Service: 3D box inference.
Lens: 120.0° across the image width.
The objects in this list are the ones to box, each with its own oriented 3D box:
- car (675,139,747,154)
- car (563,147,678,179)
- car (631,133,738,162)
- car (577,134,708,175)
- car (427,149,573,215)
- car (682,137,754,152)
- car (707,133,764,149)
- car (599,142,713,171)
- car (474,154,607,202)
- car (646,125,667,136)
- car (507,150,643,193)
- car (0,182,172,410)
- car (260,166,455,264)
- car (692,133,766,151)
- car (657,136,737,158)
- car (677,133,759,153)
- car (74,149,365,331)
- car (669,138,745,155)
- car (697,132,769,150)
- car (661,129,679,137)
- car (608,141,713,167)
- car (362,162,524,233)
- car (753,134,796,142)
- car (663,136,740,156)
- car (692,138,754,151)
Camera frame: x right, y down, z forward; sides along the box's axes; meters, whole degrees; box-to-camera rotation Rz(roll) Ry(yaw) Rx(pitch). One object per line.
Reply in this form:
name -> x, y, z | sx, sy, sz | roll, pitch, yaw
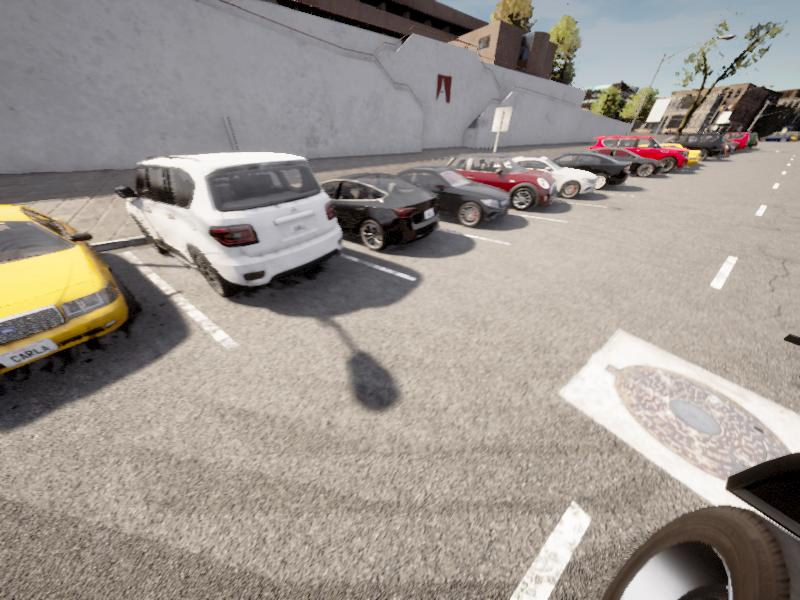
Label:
car -> 38.068, -18.990, 28.547 | 4.792, 1.488, 2.163 | 21, 41, 29
car -> 13.542, -8.786, 14.651 | 4.792, 1.488, 2.163 | 21, 40, 29
car -> 25.771, -14.148, 21.430 | 5.566, 2.045, 2.435 | 21, 41, 29
car -> 15.995, -10.045, 15.875 | 5.566, 2.045, 2.435 | 21, 40, 29
car -> 3.655, -4.821, 9.063 | 4.553, 1.767, 2.185 | 21, 40, 29
car -> 42.861, -21.086, 31.392 | 5.366, 1.575, 1.946 | 21, 41, 29
car -> 53.001, -25.188, 36.667 | 4.442, 1.987, 1.878 | 21, 40, 29
car -> 18.586, -10.816, 17.320 | 5.366, 1.575, 1.946 | 21, 40, 29
car -> 6.140, -5.701, 10.527 | 4.674, 1.452, 2.002 | 21, 40, 29
car -> 68.864, -45.561, 62.166 | 2.435, 2.045, 5.566 | 27, 43, 25
car -> 8.602, -6.756, 11.879 | 5.008, 1.535, 2.097 | 21, 41, 29
car -> -6.007, -0.586, 3.466 | 5.366, 1.575, 1.946 | 21, 40, 29
car -> -1.266, -2.649, 6.369 | 4.792, 1.488, 2.163 | 21, 41, 29
car -> 47.921, -23.252, 33.954 | 5.566, 2.045, 2.435 | 21, 41, 29
car -> 30.742, -16.062, 24.254 | 4.553, 1.767, 2.185 | 21, 41, 29
car -> 40.524, -20.231, 29.781 | 5.566, 2.045, 2.435 | 21, 41, 29
car -> -3.726, -1.866, 4.818 | 5.566, 2.045, 2.435 | 21, 41, 29
car -> 35.633, -17.999, 27.133 | 4.892, 1.521, 2.231 | 21, 40, 29
car -> 50.448, -24.240, 35.318 | 5.566, 2.045, 2.435 | 21, 40, 29
car -> 70.539, -43.676, 60.456 | 2.002, 1.452, 4.674 | 27, 43, 25
car -> 20.734, -11.953, 18.878 | 5.366, 1.575, 1.946 | 21, 41, 29
car -> 1.226, -3.653, 7.761 | 4.674, 1.452, 2.002 | 21, 40, 29
car -> 87.627, -37.912, 54.192 | 4.792, 1.488, 2.163 | 25, 43, 32
car -> 33.151, -17.100, 25.681 | 4.553, 1.767, 2.185 | 21, 40, 29
car -> 45.481, -21.996, 32.715 | 4.674, 1.452, 2.002 | 21, 41, 29
